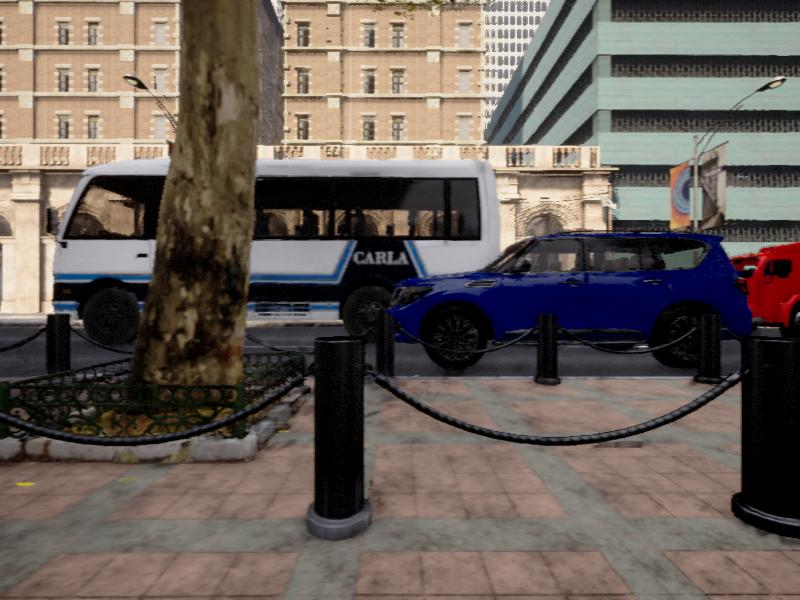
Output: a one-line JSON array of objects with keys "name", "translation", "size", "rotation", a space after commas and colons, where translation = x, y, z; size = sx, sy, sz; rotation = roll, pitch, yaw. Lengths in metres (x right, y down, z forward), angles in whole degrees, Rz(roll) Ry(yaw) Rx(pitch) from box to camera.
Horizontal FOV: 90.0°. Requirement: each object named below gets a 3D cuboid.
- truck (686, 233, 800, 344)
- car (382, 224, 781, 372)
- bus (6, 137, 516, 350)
[{"name": "truck", "translation": [10.805, -0.233, 10.157], "size": [5.204, 2.467, 2.627], "rotation": [1, 0, 0]}, {"name": "car", "translation": [2.533, -0.030, 6.662], "size": [5.566, 2.045, 2.150], "rotation": [0, 0, 0]}, {"name": "bus", "translation": [-2.803, -1.134, 10.050], "size": [10.273, 4.253, 3.944], "rotation": [0, 0, 0]}]
